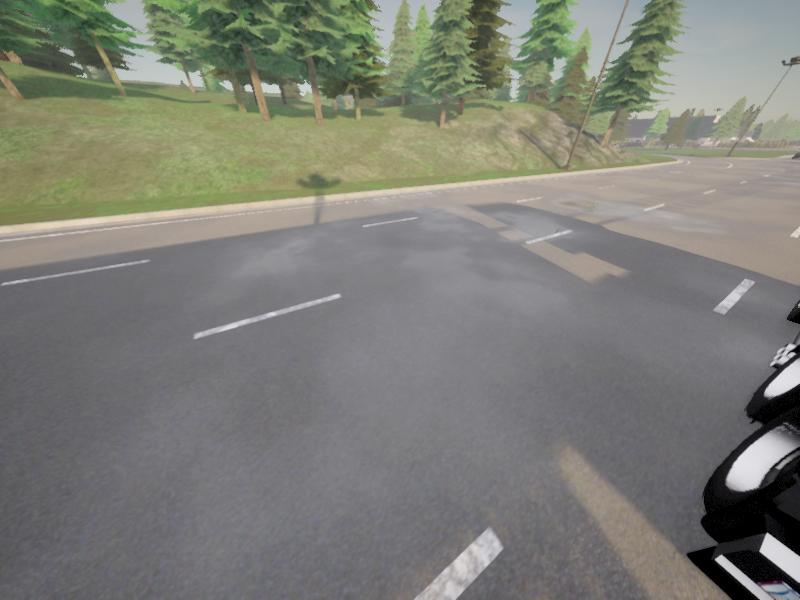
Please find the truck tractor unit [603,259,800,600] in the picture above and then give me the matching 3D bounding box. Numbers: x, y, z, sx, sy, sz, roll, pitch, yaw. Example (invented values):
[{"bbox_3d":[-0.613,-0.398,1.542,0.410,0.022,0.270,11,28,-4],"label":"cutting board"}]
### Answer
[{"bbox_3d":[5.101,-0.312,0.789,6.516,4.208,3.053,-19,39,-24],"label":"truck tractor unit"}]
